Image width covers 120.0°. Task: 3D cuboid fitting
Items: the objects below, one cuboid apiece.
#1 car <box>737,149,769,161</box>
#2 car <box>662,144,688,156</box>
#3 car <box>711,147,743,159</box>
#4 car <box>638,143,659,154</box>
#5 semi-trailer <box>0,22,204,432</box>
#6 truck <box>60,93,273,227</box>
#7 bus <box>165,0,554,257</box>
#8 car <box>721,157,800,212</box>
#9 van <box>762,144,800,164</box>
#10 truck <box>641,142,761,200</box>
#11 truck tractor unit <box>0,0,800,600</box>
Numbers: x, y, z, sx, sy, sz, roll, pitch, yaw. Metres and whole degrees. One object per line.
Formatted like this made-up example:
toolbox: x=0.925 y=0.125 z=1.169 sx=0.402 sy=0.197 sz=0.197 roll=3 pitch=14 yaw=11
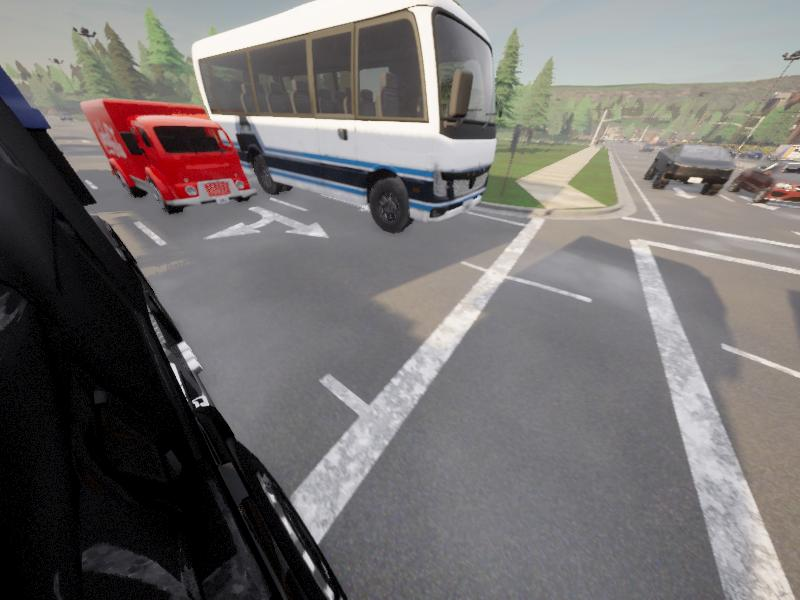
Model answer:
car: x=64.704 y=-26.722 z=42.444 sx=1.812 sy=1.442 sz=4.674 roll=25 pitch=42 yaw=27
car: x=52.212 y=-28.636 z=44.022 sx=2.033 sy=1.649 sz=4.856 roll=25 pitch=42 yaw=27
car: x=61.430 y=-27.731 z=43.499 sx=2.038 sy=1.542 sz=4.974 roll=25 pitch=42 yaw=27
car: x=51.266 y=-31.399 z=47.730 sx=2.038 sy=1.542 sz=4.974 roll=25 pitch=42 yaw=27
semi-trailer: x=-8.865 y=-3.490 z=4.052 sx=14.254 sy=4.402 sz=2.717 roll=26 pitch=43 yaw=28
truck: x=-6.896 y=-4.390 z=7.010 sx=5.204 sy=2.467 sz=2.627 roll=26 pitch=42 yaw=27
bus: x=-2.043 y=-5.515 z=7.346 sx=10.273 sy=4.253 sz=3.944 roll=25 pitch=42 yaw=27
car: x=18.477 y=-5.628 z=11.051 sx=2.152 sy=1.651 sz=5.027 roll=25 pitch=42 yaw=27
van: x=67.085 y=-25.424 z=40.045 sx=2.351 sy=2.431 sz=6.366 roll=25 pitch=42 yaw=27
truck: x=16.138 y=-7.523 z=13.033 sx=2.390 sy=2.098 sz=6.274 roll=25 pitch=42 yaw=27
truck tractor unit: x=-2.645 y=-0.295 z=0.352 sx=6.516 sy=4.208 sz=3.053 roll=28 pitch=44 yaw=30
